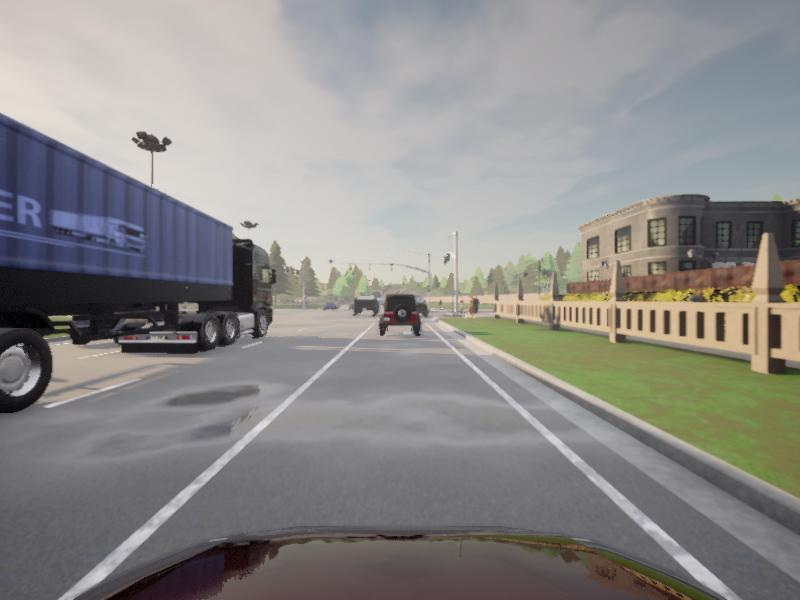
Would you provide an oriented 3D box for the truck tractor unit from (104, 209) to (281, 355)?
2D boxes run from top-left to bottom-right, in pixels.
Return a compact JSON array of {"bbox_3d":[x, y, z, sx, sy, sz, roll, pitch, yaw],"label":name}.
[{"bbox_3d":[-7.008,-0.517,14.875,3.053,4.208,6.516,0,0,2],"label":"truck tractor unit"}]

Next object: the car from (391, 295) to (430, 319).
[{"bbox_3d":[1.099,0.574,37.479,2.150,2.045,5.566,0,0,17],"label":"car"}]

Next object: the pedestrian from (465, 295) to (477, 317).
[{"bbox_3d":[5.886,0.490,33.172,0.751,1.860,0.751,0,0,-10],"label":"pedestrian"}]

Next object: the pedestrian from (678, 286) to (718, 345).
[{"bbox_3d":[9.724,0.487,13.061,0.751,1.860,0.751,0,0,0],"label":"pedestrian"}]

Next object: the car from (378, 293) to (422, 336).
[{"bbox_3d":[0.003,0.648,19.234,1.905,1.878,3.866,0,0,0],"label":"car"}]

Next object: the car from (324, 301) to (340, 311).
[{"bbox_3d":[-10.495,0.864,61.823,1.816,1.474,4.193,0,0,0],"label":"car"}]

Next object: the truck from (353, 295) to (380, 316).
[{"bbox_3d":[-3.497,0.549,42.675,2.390,2.098,6.274,0,0,0],"label":"truck"}]

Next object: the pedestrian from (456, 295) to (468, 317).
[{"bbox_3d":[5.114,0.490,33.103,0.751,1.860,0.751,0,0,-13],"label":"pedestrian"}]

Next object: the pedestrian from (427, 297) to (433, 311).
[{"bbox_3d":[4.067,0.494,54.562,0.751,1.860,0.751,0,0,9],"label":"pedestrian"}]

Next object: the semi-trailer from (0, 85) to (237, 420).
[{"bbox_3d":[-6.716,-0.620,6.967,2.717,4.402,14.254,0,0,-3],"label":"semi-trailer"}]

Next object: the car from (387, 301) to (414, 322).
[{"bbox_3d":[0.079,0.858,30.578,1.970,1.475,3.806,0,0,1],"label":"car"}]

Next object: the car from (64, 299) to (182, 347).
[{"bbox_3d":[-10.494,0.791,15.579,1.851,1.617,3.988,0,0,0],"label":"car"}]

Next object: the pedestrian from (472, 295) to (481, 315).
[{"bbox_3d":[7.237,0.462,37.782,0.751,1.860,0.751,0,0,3],"label":"pedestrian"}]
